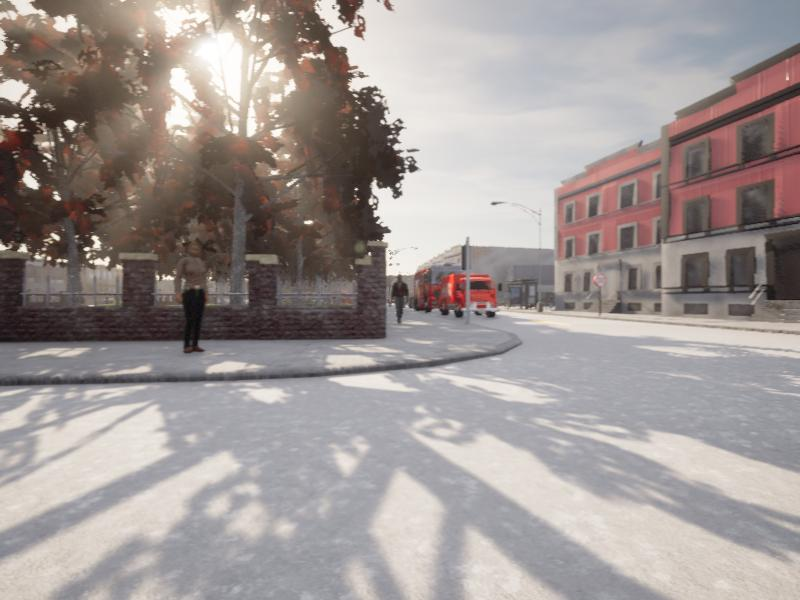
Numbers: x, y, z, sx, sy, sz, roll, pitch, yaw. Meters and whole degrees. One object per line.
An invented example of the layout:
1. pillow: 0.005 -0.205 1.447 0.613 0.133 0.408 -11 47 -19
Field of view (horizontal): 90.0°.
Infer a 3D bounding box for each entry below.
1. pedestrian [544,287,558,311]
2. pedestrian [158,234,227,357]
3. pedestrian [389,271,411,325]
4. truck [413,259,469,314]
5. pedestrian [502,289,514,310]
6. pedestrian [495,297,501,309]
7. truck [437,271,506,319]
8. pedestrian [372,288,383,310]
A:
1. pedestrian: 12.050 -0.083 31.954 0.751 1.860 0.751 0 0 -13
2. pedestrian: -3.405 -0.069 6.575 0.751 1.860 0.751 0 0 36
3. pedestrian: -0.015 -0.073 14.150 0.751 1.860 0.751 0 0 -3
4. truck: 3.061 -0.936 32.408 2.891 3.827 8.468 0 0 -6
5. pedestrian: 9.685 -0.084 35.985 0.751 1.860 0.751 0 0 -15
6. pedestrian: 9.607 0.294 39.169 0.500 1.100 0.500 0 0 -5
7. truck: 3.947 -0.255 23.290 2.627 2.467 5.204 0 0 -6
8. pedestrian: -1.986 -0.083 34.653 0.751 1.860 0.751 0 0 16
